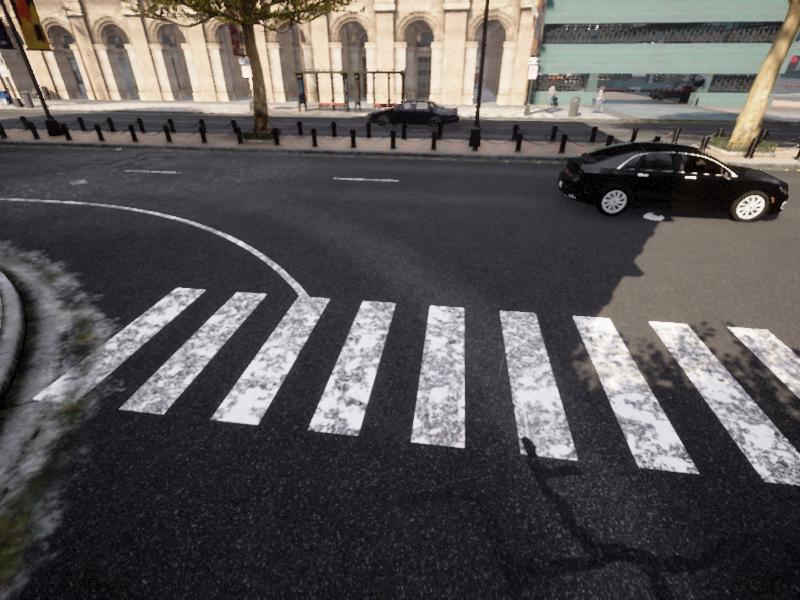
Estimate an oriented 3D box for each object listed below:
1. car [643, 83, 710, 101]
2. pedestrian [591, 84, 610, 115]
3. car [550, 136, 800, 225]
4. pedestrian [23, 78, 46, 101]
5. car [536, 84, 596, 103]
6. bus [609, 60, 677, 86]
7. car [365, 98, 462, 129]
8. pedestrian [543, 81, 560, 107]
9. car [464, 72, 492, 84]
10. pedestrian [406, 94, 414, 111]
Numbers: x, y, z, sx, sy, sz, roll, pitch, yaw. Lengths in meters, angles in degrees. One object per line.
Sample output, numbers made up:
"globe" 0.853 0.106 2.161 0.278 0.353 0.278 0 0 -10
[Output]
"car" 27.850 -21.033 40.450 4.902 1.511 2.128 4 30 7
"pedestrian" 13.951 -13.995 27.885 0.751 1.860 0.751 10 32 17
"car" 6.446 -2.948 9.628 4.892 1.490 1.837 4 30 7
"pedestrian" -35.256 -20.318 38.621 0.751 1.860 0.751 5 31 8
"car" 15.789 -19.793 38.374 4.786 1.482 2.161 4 30 7
"bus" 47.184 -44.437 78.151 10.273 4.253 3.944 12 32 19
"car" 0.850 -10.954 23.450 5.357 1.411 2.033 4 30 7
"pedestrian" 12.443 -16.938 32.929 0.751 1.860 0.751 -4 30 -7
"car" 16.172 -46.079 83.103 5.566 2.045 2.150 4 30 7
"pedestrian" 0.755 -14.929 30.212 0.500 1.100 0.500 -6 31 -11
